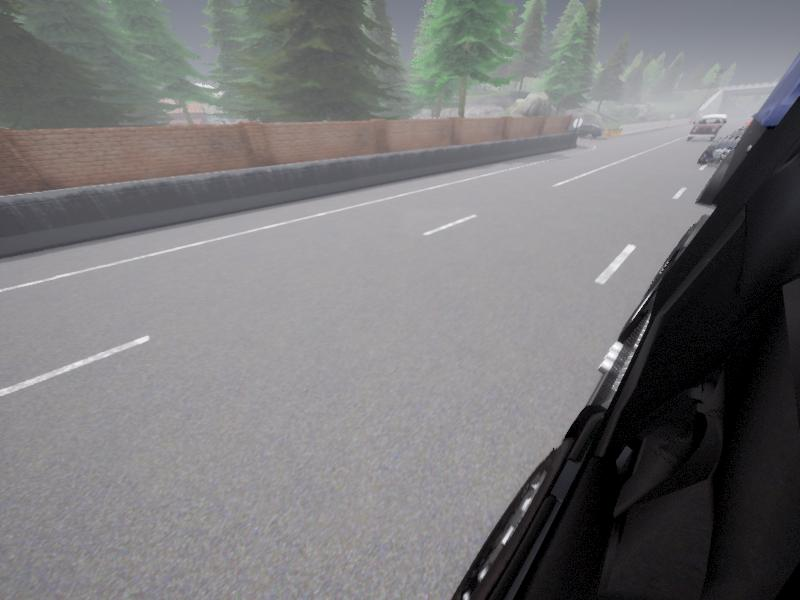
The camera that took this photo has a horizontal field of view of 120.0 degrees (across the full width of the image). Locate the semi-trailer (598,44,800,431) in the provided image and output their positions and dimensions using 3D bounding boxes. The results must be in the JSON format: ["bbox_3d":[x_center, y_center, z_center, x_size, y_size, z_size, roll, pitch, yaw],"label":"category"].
[{"bbox_3d":[8.698,-3.598,4.240,14.254,4.402,2.717,-28,44,-30],"label":"semi-trailer"}]

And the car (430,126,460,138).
[{"bbox_3d":[7.739,-29.145,40.166,2.038,1.542,4.974,-28,44,-30],"label":"car"}]

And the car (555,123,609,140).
[{"bbox_3d":[23.086,-21.548,29.473,1.837,1.490,4.892,-30,48,-31],"label":"car"}]

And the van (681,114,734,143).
[{"bbox_3d":[29.573,-16.530,22.223,4.480,2.038,2.069,-28,44,-30],"label":"van"}]

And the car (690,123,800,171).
[{"bbox_3d":[17.531,-7.797,11.645,4.856,1.649,2.033,-20,41,-23],"label":"car"}]

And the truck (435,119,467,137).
[{"bbox_3d":[9.331,-31.688,42.671,2.627,2.467,5.204,-27,44,-29],"label":"truck"}]

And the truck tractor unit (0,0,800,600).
[{"bbox_3d":[2.645,-0.295,0.351,6.516,4.208,3.053,-28,44,-30],"label":"truck tractor unit"}]
